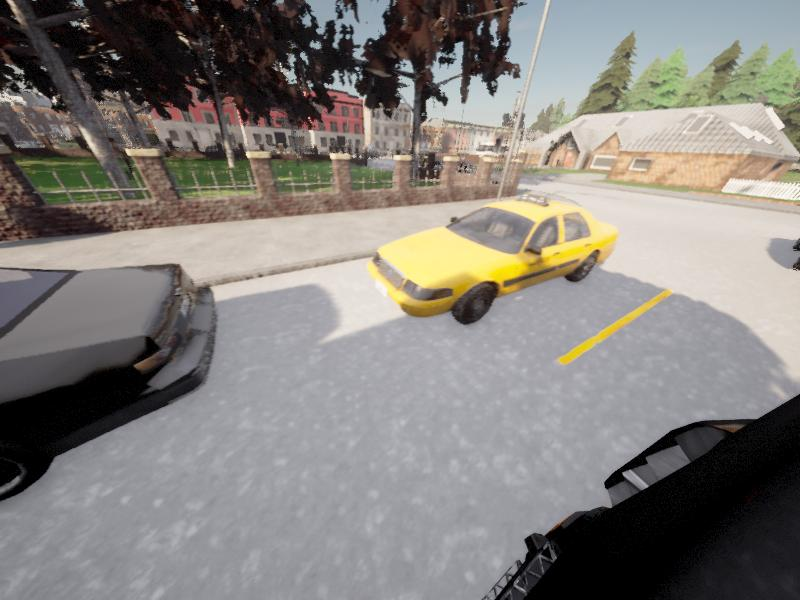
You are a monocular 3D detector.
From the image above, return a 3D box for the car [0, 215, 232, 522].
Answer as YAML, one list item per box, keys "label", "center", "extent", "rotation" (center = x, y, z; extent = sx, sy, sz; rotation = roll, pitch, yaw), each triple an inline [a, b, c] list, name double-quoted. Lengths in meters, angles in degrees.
- label: "car"
  center: [-4.352, 0.748, 1.264]
  extent: [5.357, 1.411, 2.033]
  rotation: [-17, 38, -26]

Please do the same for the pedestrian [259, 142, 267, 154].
- label: "pedestrian"
  center: [-25.344, -28.116, 42.723]
  extent: [0.751, 1.860, 0.751]
  rotation: [-21, 40, -31]

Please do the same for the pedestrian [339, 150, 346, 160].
- label: "pedestrian"
  center: [-8.801, -22.168, 35.378]
  extent: [0.751, 1.300, 0.751]
  rotation: [-16, 38, -26]

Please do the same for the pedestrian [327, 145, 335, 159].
- label: "pedestrian"
  center: [-10.913, -23.422, 36.619]
  extent: [0.751, 1.860, 0.751]
  rotation: [-14, 37, -24]

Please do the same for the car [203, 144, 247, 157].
- label: "car"
  center: [-25.638, -22.031, 34.089]
  extent: [4.892, 1.490, 1.837]
  rotation: [-17, 38, -27]

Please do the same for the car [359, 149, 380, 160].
- label: "car"
  center: [-5.720, -27.445, 43.567]
  extent: [3.633, 1.501, 1.845]
  rotation: [22, 38, 27]

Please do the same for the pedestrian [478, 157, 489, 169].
- label: "pedestrian"
  center: [10.976, -17.991, 30.415]
  extent: [0.751, 1.300, 0.751]
  rotation: [-10, 35, -18]

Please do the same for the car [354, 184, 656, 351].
- label: "car"
  center: [2.075, -1.109, 4.329]
  extent: [5.366, 1.575, 1.801]
  rotation: [-16, 38, -25]

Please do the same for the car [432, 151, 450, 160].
- label: "car"
  center: [9.895, -34.907, 55.848]
  extent: [3.633, 1.501, 1.845]
  rotation: [-16, 39, -26]

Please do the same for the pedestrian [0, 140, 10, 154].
- label: "pedestrian"
  center: [-39.404, -14.996, 22.489]
  extent: [0.751, 1.300, 0.751]
  rotation: [-16, 38, -26]

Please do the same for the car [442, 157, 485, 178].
- label: "car"
  center: [6.180, -13.212, 22.908]
  extent: [1.845, 1.501, 3.633]
  rotation: [-16, 38, -26]

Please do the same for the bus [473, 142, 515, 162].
- label: "bus"
  center: [25.607, -40.304, 63.009]
  extent: [10.273, 4.253, 3.944]
  rotation: [-16, 38, -26]

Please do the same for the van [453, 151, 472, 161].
- label: "van"
  center: [15.988, -36.677, 58.944]
  extent: [4.442, 1.987, 1.775]
  rotation: [-16, 38, -26]

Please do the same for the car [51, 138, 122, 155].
- label: "car"
  center: [-37.673, -18.558, 28.008]
  extent: [4.514, 1.525, 2.007]
  rotation: [-16, 38, -26]

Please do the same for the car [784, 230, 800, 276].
- label: "car"
  center: [11.552, -1.489, 5.521]
  extent: [3.988, 1.617, 1.851]
  rotation: [-19, 39, -29]

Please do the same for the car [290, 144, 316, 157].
- label: "car"
  center: [-17.488, -27.058, 41.859]
  extent: [3.866, 1.878, 1.905]
  rotation: [-15, 37, -24]

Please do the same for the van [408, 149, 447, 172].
- label: "van"
  center: [3.082, -16.492, 27.182]
  extent: [2.069, 2.038, 4.480]
  rotation: [-16, 38, -26]

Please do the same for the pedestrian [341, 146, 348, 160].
- label: "pedestrian"
  center: [-8.916, -23.688, 37.157]
  extent: [0.751, 1.860, 0.751]
  rotation: [-2, 34, -7]

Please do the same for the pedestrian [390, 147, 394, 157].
- label: "pedestrian"
  center: [-1.880, -34.823, 54.425]
  extent: [0.751, 1.860, 0.751]
  rotation: [-19, 39, -29]

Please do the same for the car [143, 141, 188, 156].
- label: "car"
  center: [-31.457, -20.371, 31.137]
  extent: [3.705, 1.549, 1.789]
  rotation: [-16, 38, -26]
